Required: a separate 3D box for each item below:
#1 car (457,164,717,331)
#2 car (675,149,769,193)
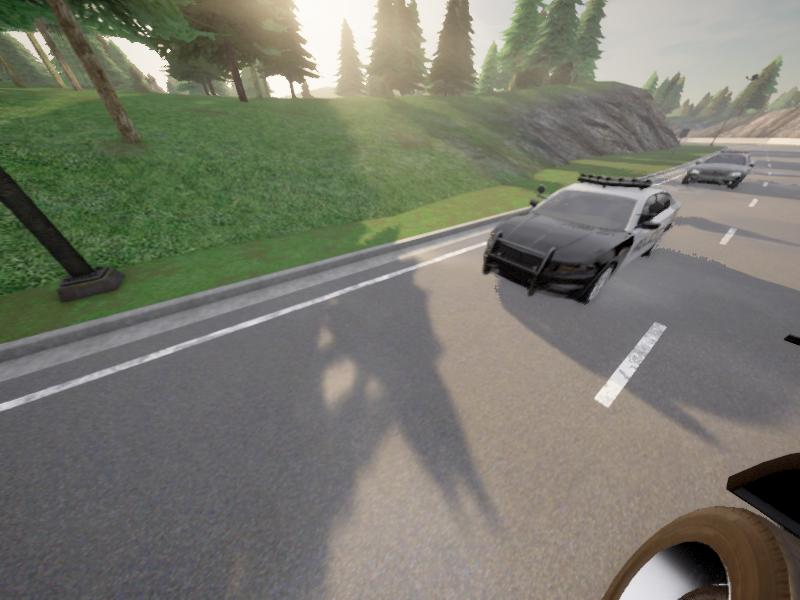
[{"bbox_3d":[3.812,-1.559,4.640,5.238,1.638,1.930,-22,41,-28],"label":"car"},{"bbox_3d":[17.366,-7.108,12.449,4.974,1.542,2.038,-23,41,-28],"label":"car"}]
